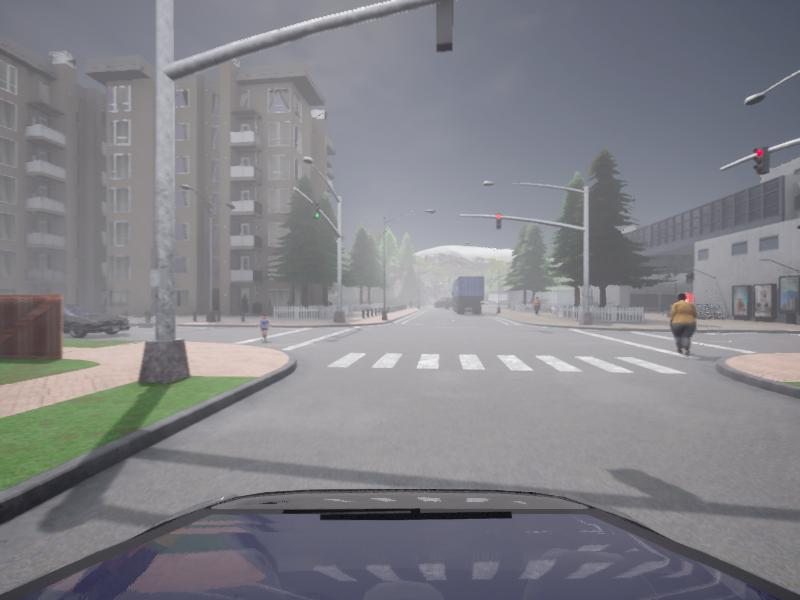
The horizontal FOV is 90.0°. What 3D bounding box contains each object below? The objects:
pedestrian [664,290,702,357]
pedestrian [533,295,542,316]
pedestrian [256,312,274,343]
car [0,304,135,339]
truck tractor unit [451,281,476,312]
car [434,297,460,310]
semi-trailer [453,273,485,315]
[{"bbox_3d":[8.094,0.646,11.468,0.751,1.860,0.751,0,0,24],"label":"pedestrian"},{"bbox_3d":[12.708,0.502,37.005,0.751,1.860,0.751,0,0,21],"label":"pedestrian"},{"bbox_3d":[-5.093,1.027,15.103,0.500,1.100,0.500,0,0,2],"label":"pedestrian"},{"bbox_3d":[-14.995,0.900,17.791,5.357,1.411,2.033,0,0,8],"label":"car"},{"bbox_3d":[8.913,-0.495,56.753,3.053,4.208,6.516,0,0,6],"label":"truck tractor unit"},{"bbox_3d":[7.926,0.566,68.437,2.150,2.045,5.566,0,0,-20],"label":"car"},{"bbox_3d":[8.178,-0.602,48.871,2.717,4.402,14.254,0,0,5],"label":"semi-trailer"}]
